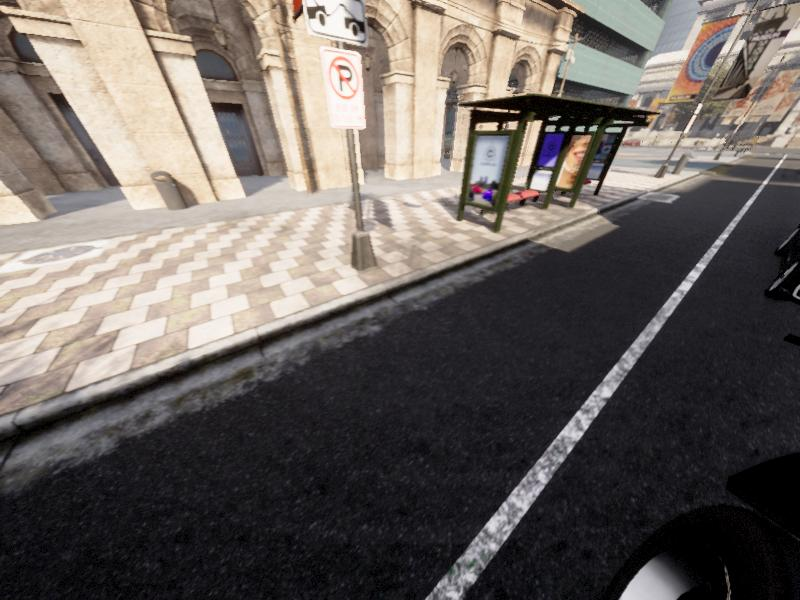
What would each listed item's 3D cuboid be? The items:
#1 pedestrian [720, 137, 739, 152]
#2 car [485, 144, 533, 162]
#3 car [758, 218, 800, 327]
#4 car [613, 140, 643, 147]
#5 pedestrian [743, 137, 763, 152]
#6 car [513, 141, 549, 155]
[{"bbox_3d":[49.848,-23.536,34.949,0.751,1.860,0.751,-14,38,-19],"label":"pedestrian"},{"bbox_3d":[11.855,-16.064,25.129,4.786,1.482,2.161,-22,41,-28],"label":"car"},{"bbox_3d":[8.010,-0.777,3.648,4.892,1.490,1.837,-22,41,-28],"label":"car"},{"bbox_3d":[55.845,-38.427,56.644,2.163,1.488,4.792,-23,41,-28],"label":"car"},{"bbox_3d":[52.472,-23.145,34.375,0.751,1.860,0.751,-21,40,-26],"label":"pedestrian"},{"bbox_3d":[18.935,-21.922,33.307,4.902,1.511,2.128,-22,41,-28],"label":"car"}]
